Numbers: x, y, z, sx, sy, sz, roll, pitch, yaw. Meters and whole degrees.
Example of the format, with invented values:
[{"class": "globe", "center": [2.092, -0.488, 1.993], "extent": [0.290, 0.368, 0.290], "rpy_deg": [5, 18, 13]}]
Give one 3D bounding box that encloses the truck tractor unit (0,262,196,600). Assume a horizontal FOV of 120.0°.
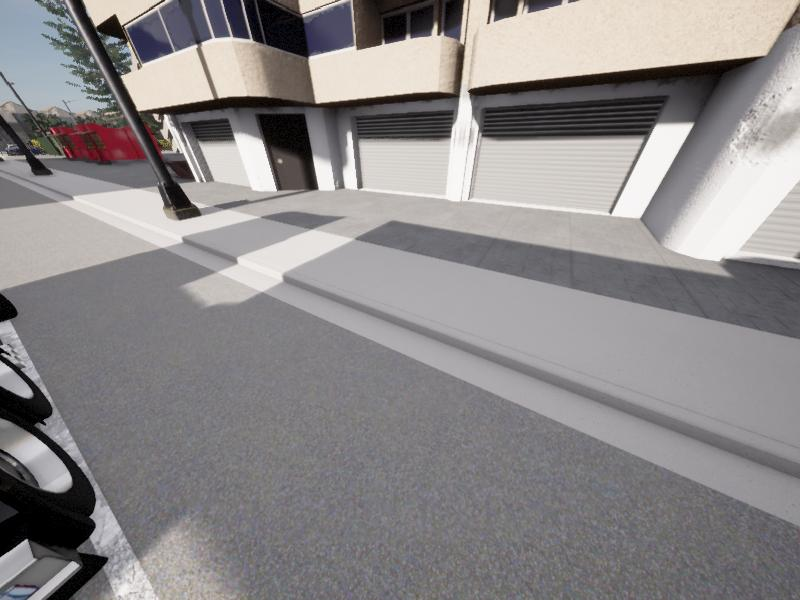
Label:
[{"class": "truck tractor unit", "center": [-5.100, -0.314, 0.777], "extent": [6.516, 4.208, 3.053], "rpy_deg": [19, 39, 24]}]
